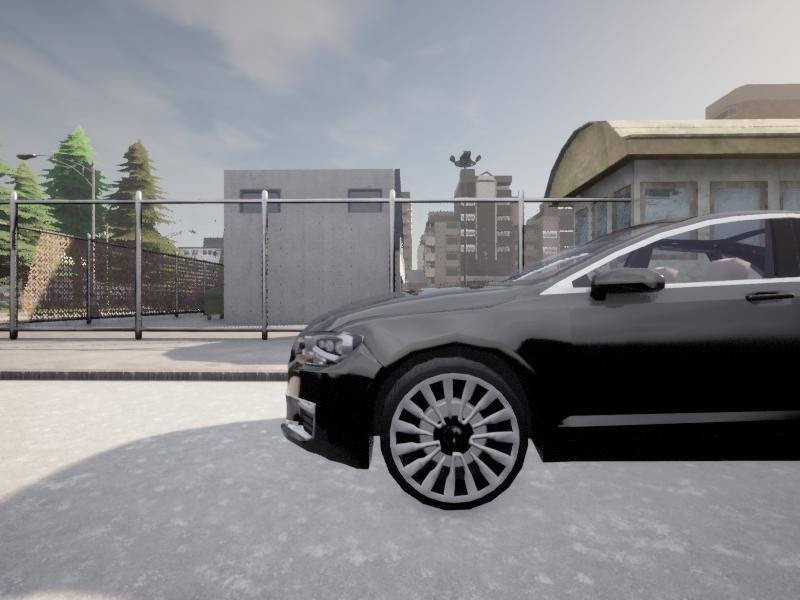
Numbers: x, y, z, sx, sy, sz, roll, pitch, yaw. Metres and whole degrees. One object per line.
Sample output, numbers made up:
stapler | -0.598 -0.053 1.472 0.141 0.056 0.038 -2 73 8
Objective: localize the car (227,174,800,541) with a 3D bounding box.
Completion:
car | 1.742 0.236 2.706 4.902 1.511 2.128 0 0 1

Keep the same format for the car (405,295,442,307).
car | 3.273 0.171 56.275 5.238 1.638 1.930 0 0 2

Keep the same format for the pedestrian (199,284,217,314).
pedestrian | -11.941 -0.067 24.863 0.751 1.860 0.751 0 0 1

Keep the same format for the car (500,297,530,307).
car | 17.195 0.253 59.936 3.806 1.475 1.970 0 0 1

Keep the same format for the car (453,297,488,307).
car | 9.808 0.270 56.091 4.674 1.442 1.812 0 0 1
